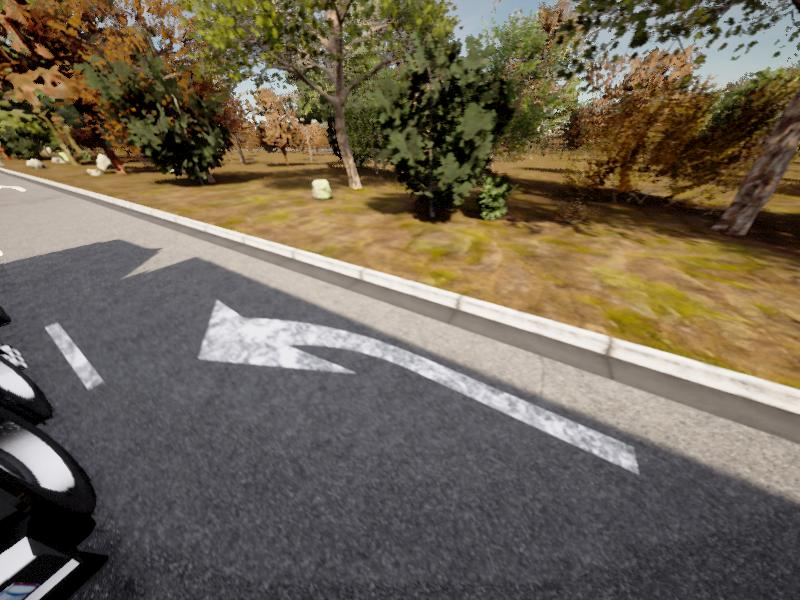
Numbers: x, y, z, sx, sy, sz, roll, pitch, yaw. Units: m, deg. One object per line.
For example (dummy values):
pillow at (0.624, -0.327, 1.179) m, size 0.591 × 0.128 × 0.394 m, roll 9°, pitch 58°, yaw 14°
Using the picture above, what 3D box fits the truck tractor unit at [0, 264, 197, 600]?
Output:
truck tractor unit at (-5.114, -0.296, 0.781) m, size 6.516 × 4.208 × 3.053 m, roll 18°, pitch 39°, yaw 24°
